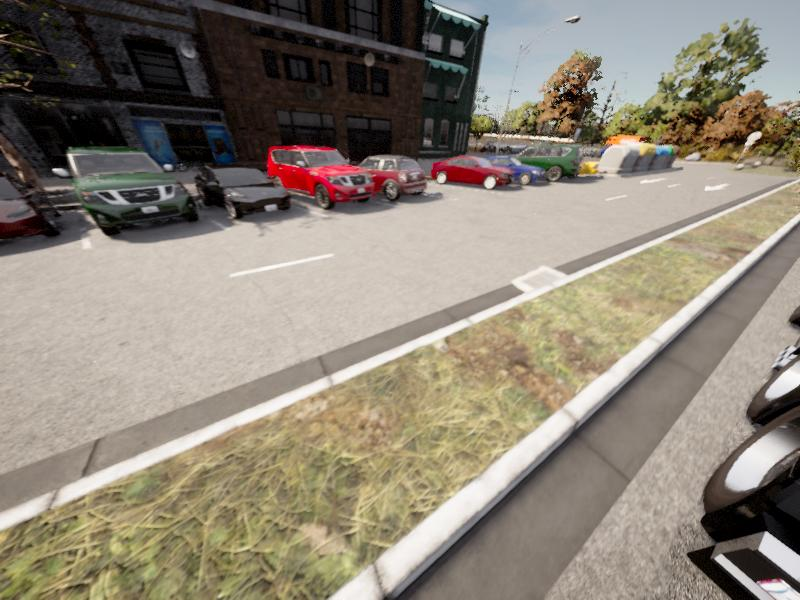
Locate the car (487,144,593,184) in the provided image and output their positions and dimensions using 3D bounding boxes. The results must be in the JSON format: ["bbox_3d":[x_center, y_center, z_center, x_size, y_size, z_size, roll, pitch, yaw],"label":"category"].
[{"bbox_3d":[9.484,-9.615,16.121,5.566,2.045,2.435,25,42,32],"label":"car"}]

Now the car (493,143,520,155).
[{"bbox_3d":[17.269,-24.439,37.413,2.231,1.521,4.892,27,42,32],"label":"car"}]

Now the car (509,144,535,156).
[{"bbox_3d":[18.715,-22.929,35.321,2.002,1.452,4.674,27,42,32],"label":"car"}]

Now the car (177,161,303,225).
[{"bbox_3d":[-6.156,-4.308,8.832,4.792,1.488,2.163,25,41,32],"label":"car"}]

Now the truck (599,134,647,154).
[{"bbox_3d":[40.799,-28.693,42.449,2.627,2.467,5.204,-16,42,-25],"label":"truck"}]

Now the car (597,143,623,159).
[{"bbox_3d":[35.669,-25.205,39.158,2.435,2.045,5.566,27,40,32],"label":"car"}]

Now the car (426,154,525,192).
[{"bbox_3d":[4.261,-7.708,13.783,5.008,1.535,2.097,25,41,32],"label":"car"}]

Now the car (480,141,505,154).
[{"bbox_3d":[15.811,-26.014,39.442,2.185,1.767,4.553,27,42,32],"label":"car"}]

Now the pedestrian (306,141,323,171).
[{"bbox_3d":[-6.425,-10.831,17.432,0.751,1.860,0.751,-19,39,-28],"label":"pedestrian"}]

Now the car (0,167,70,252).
[{"bbox_3d":[-11.365,-2.620,6.348,4.792,1.488,2.163,25,41,32],"label":"car"}]

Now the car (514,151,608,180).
[{"bbox_3d":[11.992,-10.324,17.581,5.366,1.575,1.946,25,42,32],"label":"car"}]

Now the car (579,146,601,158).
[{"bbox_3d":[34.180,-26.494,41.440,2.231,1.521,4.892,27,41,32],"label":"car"}]

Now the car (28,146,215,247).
[{"bbox_3d":[-8.760,-3.698,7.435,5.566,2.045,2.435,25,41,32],"label":"car"}]

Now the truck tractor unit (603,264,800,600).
[{"bbox_3d":[5.109,-0.299,0.792,6.516,4.208,3.053,-18,39,-24],"label":"truck tractor unit"}]

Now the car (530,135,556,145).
[{"bbox_3d":[33.068,-37.230,53.584,2.007,1.525,4.514,-16,42,-25],"label":"car"}]

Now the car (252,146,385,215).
[{"bbox_3d":[-3.548,-5.384,9.917,5.566,2.045,2.435,25,41,32],"label":"car"}]

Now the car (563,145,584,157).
[{"bbox_3d":[32.684,-28.099,43.511,2.185,1.767,4.553,27,40,32],"label":"car"}]

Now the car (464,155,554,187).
[{"bbox_3d":[6.890,-8.519,15.042,4.674,1.452,2.002,25,41,32],"label":"car"}]

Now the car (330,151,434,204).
[{"bbox_3d":[-0.945,-6.115,11.215,4.553,1.767,2.185,25,42,32],"label":"car"}]

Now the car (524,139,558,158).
[{"bbox_3d":[20.152,-21.674,33.018,2.435,2.045,5.566,27,42,32],"label":"car"}]
